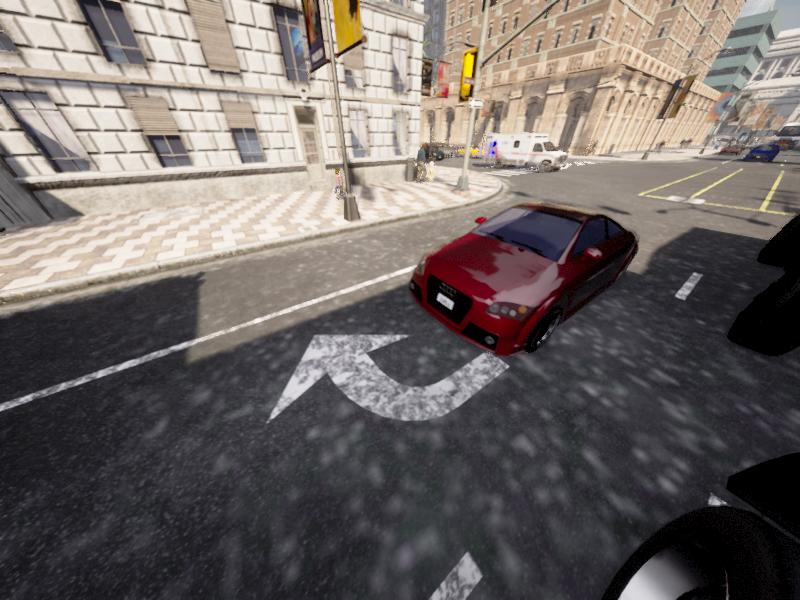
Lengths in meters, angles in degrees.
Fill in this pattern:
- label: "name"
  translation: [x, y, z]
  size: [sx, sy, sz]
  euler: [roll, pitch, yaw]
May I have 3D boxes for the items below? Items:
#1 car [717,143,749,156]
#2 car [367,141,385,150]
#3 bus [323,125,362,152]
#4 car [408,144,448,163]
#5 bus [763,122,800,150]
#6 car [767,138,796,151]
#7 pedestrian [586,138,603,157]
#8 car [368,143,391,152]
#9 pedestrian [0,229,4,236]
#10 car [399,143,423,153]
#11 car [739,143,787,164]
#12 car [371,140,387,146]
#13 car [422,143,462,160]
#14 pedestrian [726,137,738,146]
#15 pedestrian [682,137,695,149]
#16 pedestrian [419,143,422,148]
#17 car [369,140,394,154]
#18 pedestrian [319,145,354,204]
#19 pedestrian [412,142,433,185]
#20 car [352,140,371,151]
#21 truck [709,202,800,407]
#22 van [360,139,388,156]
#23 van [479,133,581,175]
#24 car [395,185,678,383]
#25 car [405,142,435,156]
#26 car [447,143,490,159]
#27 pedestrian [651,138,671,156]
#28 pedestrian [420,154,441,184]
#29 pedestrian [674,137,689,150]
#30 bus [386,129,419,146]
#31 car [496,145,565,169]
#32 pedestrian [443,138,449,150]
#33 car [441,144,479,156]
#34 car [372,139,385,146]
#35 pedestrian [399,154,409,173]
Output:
- label: "car"
  translation: [47.248, -21.364, 32.760]
  size: [4.718, 1.301, 1.895]
  euler: [-22, 41, -28]
- label: "car"
  translation: [-5.327, -34.399, 51.447]
  size: [2.007, 1.525, 4.514]
  euler: [-22, 40, -27]
- label: "bus"
  translation: [-12.336, -34.393, 49.110]
  size: [3.944, 4.253, 10.273]
  euler: [-22, 42, -28]
- label: "car"
  translation: [3.098, -16.915, 26.573]
  size: [2.007, 1.525, 4.514]
  euler: [-22, 41, -28]
- label: "bus"
  translation: [77.152, -32.365, 45.593]
  size: [10.273, 4.253, 3.944]
  euler: [-22, 41, -28]
- label: "car"
  translation: [67.628, -27.599, 40.971]
  size: [3.866, 1.878, 1.905]
  euler: [-22, 41, -28]
- label: "pedestrian"
  translation: [23.982, -18.811, 28.517]
  size: [0.751, 1.860, 0.751]
  euler: [-24, 41, -29]
- label: "car"
  translation: [-4.096, -29.795, 45.019]
  size: [2.033, 1.411, 5.357]
  euler: [-22, 40, -27]
- label: "pedestrian"
  translation: [-10.808, -2.292, 5.324]
  size: [0.751, 1.860, 0.751]
  euler: [-29, 44, -34]
- label: "car"
  translation: [1.986, -28.284, 42.917]
  size: [1.895, 1.301, 4.718]
  euler: [-22, 41, -28]
- label: "car"
  translation: [37.787, -15.302, 24.024]
  size: [5.008, 1.535, 1.882]
  euler: [-22, 41, -27]
- label: "car"
  translation: [-7.245, -54.221, 79.578]
  size: [5.366, 1.575, 1.801]
  euler: [-22, 40, -27]
- label: "car"
  translation: [5.135, -18.809, 29.121]
  size: [2.242, 1.667, 4.611]
  euler: [-22, 41, -28]
- label: "pedestrian"
  translation: [78.129, -37.333, 54.413]
  size: [0.751, 1.860, 0.751]
  euler: [-22, 41, -28]
- label: "pedestrian"
  translation: [54.596, -29.663, 43.698]
  size: [0.751, 1.860, 0.751]
  euler: [-23, 41, -28]
- label: "pedestrian"
  translation: [4.580, -34.712, 51.884]
  size: [0.500, 1.100, 0.500]
  euler: [-25, 42, -30]
- label: "car"
  translation: [-3.125, -25.633, 38.688]
  size: [1.932, 1.855, 4.605]
  euler: [-22, 40, -28]
- label: "pedestrian"
  translation: [-2.364, -4.736, 8.732]
  size: [0.751, 1.860, 0.751]
  euler: [-25, 42, -30]
- label: "pedestrian"
  translation: [1.164, -7.164, 12.153]
  size: [0.751, 1.860, 0.751]
  euler: [-16, 38, -21]
- label: "car"
  translation: [-8.416, -33.529, 50.003]
  size: [2.097, 1.767, 4.553]
  euler: [-22, 40, -27]
- label: "truck"
  translation: [6.938, -0.536, 2.835]
  size: [6.274, 2.098, 2.390]
  euler: [-22, 40, -28]
- label: "van"
  translation: [-3.959, -22.864, 34.624]
  size: [2.069, 2.038, 4.480]
  euler: [-22, 40, -28]
- label: "van"
  translation: [9.879, -11.784, 18.460]
  size: [2.351, 2.431, 6.366]
  euler: [-22, 41, -28]
- label: "car"
  translation: [2.220, -0.793, 3.837]
  size: [4.181, 1.385, 1.994]
  euler: [-22, 41, -28]
- label: "car"
  translation: [3.040, -24.029, 36.570]
  size: [1.930, 1.638, 5.238]
  euler: [-22, 41, -28]
- label: "car"
  translation: [8.690, -19.375, 29.978]
  size: [1.801, 1.575, 5.366]
  euler: [-22, 41, -28]
- label: "pedestrian"
  translation: [33.401, -19.619, 29.596]
  size: [0.751, 1.860, 0.751]
  euler: [-10, 36, -13]
- label: "pedestrian"
  translation: [1.646, -7.178, 12.654]
  size: [0.751, 1.300, 0.751]
  euler: [-23, 41, -28]
- label: "pedestrian"
  translation: [50.312, -27.932, 41.272]
  size: [0.751, 1.860, 0.751]
  euler: [-20, 40, -25]
- label: "bus"
  translation: [0.985, -53.815, 76.585]
  size: [10.273, 4.253, 3.944]
  euler: [-22, 40, -27]
- label: "car"
  translation: [12.003, -13.490, 21.641]
  size: [2.038, 1.542, 4.974]
  euler: [-26, 43, -31]
- label: "pedestrian"
  translation: [9.001, -30.571, 45.316]
  size: [0.751, 1.860, 0.751]
  euler: [-21, 40, -26]
- label: "car"
  translation: [8.911, -22.620, 34.742]
  size: [2.033, 1.411, 5.357]
  euler: [-22, 41, -28]
- label: "car"
  translation: [-7.071, -51.978, 76.108]
  size: [3.866, 1.878, 1.905]
  euler: [-22, 40, -27]
- label: "pedestrian"
  translation: [0.264, -9.656, 16.355]
  size: [0.500, 1.100, 0.500]
  euler: [-21, 40, -26]
